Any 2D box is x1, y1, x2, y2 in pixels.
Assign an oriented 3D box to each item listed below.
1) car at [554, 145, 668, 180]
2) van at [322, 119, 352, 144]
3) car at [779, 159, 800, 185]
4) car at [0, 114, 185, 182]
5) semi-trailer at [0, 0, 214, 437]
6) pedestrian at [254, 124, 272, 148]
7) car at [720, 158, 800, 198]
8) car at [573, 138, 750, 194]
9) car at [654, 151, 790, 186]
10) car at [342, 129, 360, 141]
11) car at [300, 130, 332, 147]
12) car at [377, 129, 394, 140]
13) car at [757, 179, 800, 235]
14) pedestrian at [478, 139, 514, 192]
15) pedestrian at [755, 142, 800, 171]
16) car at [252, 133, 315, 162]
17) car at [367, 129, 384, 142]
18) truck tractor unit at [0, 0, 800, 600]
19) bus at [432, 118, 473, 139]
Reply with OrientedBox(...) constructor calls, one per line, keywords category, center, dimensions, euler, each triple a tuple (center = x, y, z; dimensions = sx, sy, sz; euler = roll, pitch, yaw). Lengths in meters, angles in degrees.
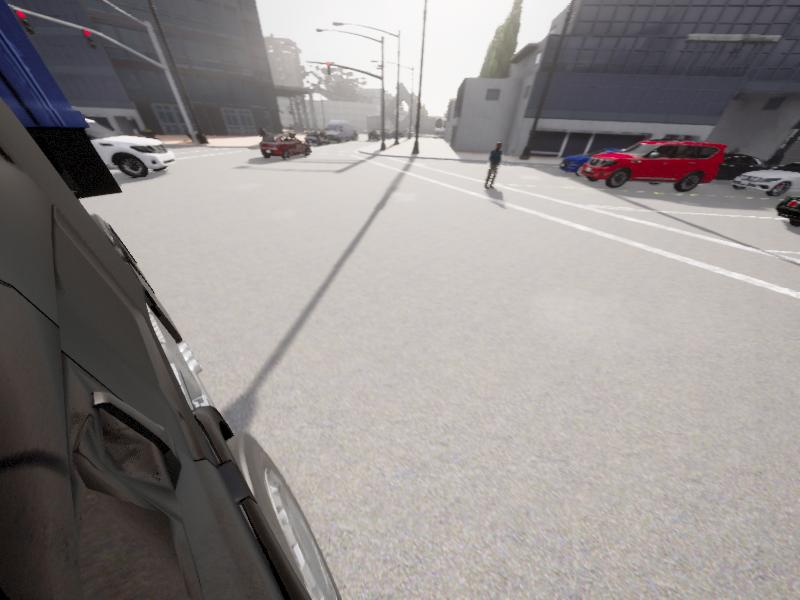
OrientedBox(category="car", center=(13.259, -8.872, 14.891), dimensions=(5.008, 1.535, 1.882), euler=(6, 37, 4))
OrientedBox(category="van", center=(-8.807, -24.016, 32.943), dimensions=(1.988, 2.561, 5.915), euler=(6, 37, 5))
OrientedBox(category="car", center=(26.968, -7.540, 13.827), dimensions=(4.181, 1.385, 1.994), euler=(6, 37, 6))
OrientedBox(category="car", center=(-13.204, -6.324, 9.597), dimensions=(5.566, 2.045, 2.150), euler=(-10, 39, -16))
OrientedBox(category="semi-trailer", center=(-9.633, -2.708, 2.992), dimensions=(14.254, 4.402, 2.717), euler=(16, 38, 17))
OrientedBox(category="pedestrian", center=(-13.217, -15.871, 22.366), dimensions=(0.751, 1.860, 0.751), euler=(12, 38, 12))
OrientedBox(category="car", center=(20.116, -6.064, 11.564), dimensions=(4.674, 1.442, 1.812), euler=(5, 37, 5))
OrientedBox(category="car", center=(12.876, -6.995, 11.942), dimensions=(5.566, 2.045, 2.150), euler=(6, 37, 4))
OrientedBox(category="car", center=(19.695, -8.235, 14.406), dimensions=(4.892, 1.490, 1.837), euler=(5, 37, 5))
OrientedBox(category="car", center=(-8.058, -27.586, 38.578), dimensions=(1.845, 1.501, 3.633), euler=(6, 37, 4))
OrientedBox(category="car", center=(-9.767, -19.159, 27.310), dimensions=(1.816, 1.474, 4.193), euler=(6, 37, 5))
OrientedBox(category="car", center=(-2.862, -32.799, 45.735), dimensions=(1.930, 1.638, 5.238), euler=(9, 37, 9))
OrientedBox(category="car", center=(14.226, -2.329, 6.425), dimensions=(4.718, 1.301, 1.895), euler=(5, 37, 4))
OrientedBox(category="pedestrian", center=(4.080, -5.797, 10.003), dimensions=(0.751, 1.860, 0.751), euler=(0, 37, -3))
OrientedBox(category="pedestrian", center=(30.033, -11.440, 18.420), dimensions=(0.751, 1.860, 0.751), euler=(14, 38, 15))
OrientedBox(category="car", center=(-8.368, -11.392, 17.091), dimensions=(1.816, 1.474, 4.193), euler=(10, 38, 10))
OrientedBox(category="car", center=(-4.186, -28.691, 40.190), dimensions=(1.930, 1.638, 5.238), euler=(6, 37, 5))
OrientedBox(category="truck tractor unit", center=(-2.645, -0.295, 0.351), dimensions=(6.516, 4.208, 3.053), euler=(28, 44, 30))
OrientedBox(category="bus", center=(14.324, -46.518, 62.857), dimensions=(10.273, 4.253, 3.944), euler=(-18, 41, -25))
